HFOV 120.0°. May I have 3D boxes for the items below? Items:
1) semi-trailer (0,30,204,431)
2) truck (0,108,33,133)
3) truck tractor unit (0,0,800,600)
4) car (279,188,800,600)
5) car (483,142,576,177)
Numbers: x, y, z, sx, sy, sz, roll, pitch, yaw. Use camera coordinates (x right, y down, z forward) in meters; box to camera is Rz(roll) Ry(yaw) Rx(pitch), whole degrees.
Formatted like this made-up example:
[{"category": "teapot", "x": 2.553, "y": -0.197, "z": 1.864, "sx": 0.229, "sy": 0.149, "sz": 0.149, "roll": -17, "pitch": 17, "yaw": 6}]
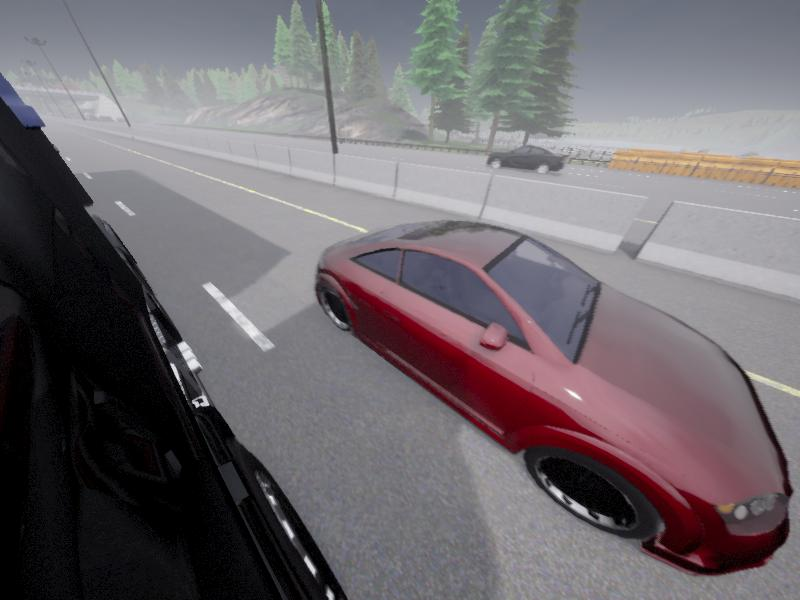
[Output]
[{"category": "semi-trailer", "x": -8.821, "y": -3.500, "z": 4.129, "sx": 14.254, "sy": 4.402, "sz": 2.717, "roll": 27, "pitch": 43, "yaw": 29}, {"category": "truck", "x": -49.912, "y": -22.788, "z": 29.268, "sx": 5.204, "sy": 2.467, "sz": 2.627, "roll": 26, "pitch": 43, "yaw": 28}, {"category": "truck tractor unit", "x": -2.645, "y": -0.295, "z": 0.352, "sx": 6.516, "sy": 4.208, "sz": 3.053, "roll": 28, "pitch": 44, "yaw": 30}, {"category": "car", "x": 0.879, "y": 0.013, "z": 2.518, "sx": 4.181, "sy": 1.385, "sz": 1.994, "roll": 28, "pitch": 44, "yaw": 31}, {"category": "car", "x": 8.638, "y": -9.722, "z": 15.808, "sx": 5.008, "sy": 1.535, "sz": 1.882, "roll": 27, "pitch": 43, "yaw": 29}]
